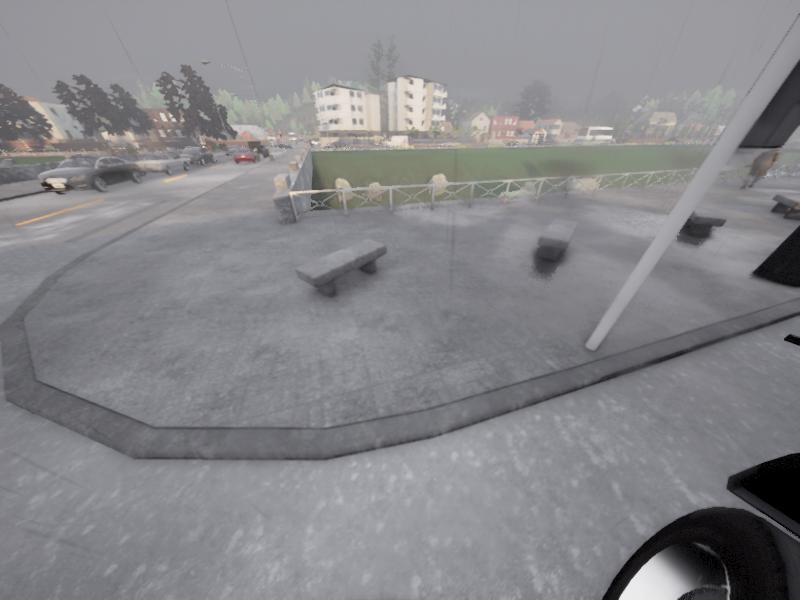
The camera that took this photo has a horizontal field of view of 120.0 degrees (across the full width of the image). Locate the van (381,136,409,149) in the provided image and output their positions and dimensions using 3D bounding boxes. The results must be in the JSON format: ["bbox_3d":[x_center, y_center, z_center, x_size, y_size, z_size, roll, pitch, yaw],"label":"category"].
[{"bbox_3d":[-1.217,-37.885,55.389,6.366,2.431,2.351,-10,36,-14],"label":"van"}]

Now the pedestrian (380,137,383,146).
[{"bbox_3d":[-4.777,-40.834,59.650,0.751,1.860,0.751,-10,36,-13],"label":"pedestrian"}]

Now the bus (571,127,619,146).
[{"bbox_3d":[55.155,-46.311,65.364,10.273,4.253,3.944,-10,36,-14],"label":"bus"}]

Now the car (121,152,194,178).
[{"bbox_3d":[-18.199,-10.456,17.679,1.895,1.301,4.718,-10,36,-14],"label":"car"}]

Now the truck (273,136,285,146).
[{"bbox_3d":[-40.443,-53.199,77.259,2.627,2.467,5.204,-10,36,-14],"label":"truck"}]

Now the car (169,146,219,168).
[{"bbox_3d":[-20.157,-14.258,22.893,1.837,1.490,4.892,-10,37,-14],"label":"car"}]

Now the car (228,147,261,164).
[{"bbox_3d":[-16.850,-15.916,25.331,1.994,1.385,4.181,-11,37,-15],"label":"car"}]

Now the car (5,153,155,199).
[{"bbox_3d":[-16.092,-6.729,12.208,2.128,1.511,4.902,-9,36,-13],"label":"car"}]

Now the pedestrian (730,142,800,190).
[{"bbox_3d":[16.983,-6.248,10.819,0.751,1.860,0.751,-10,36,-14],"label":"pedestrian"}]

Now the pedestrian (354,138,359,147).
[{"bbox_3d":[-10.932,-39.732,58.130,0.751,1.860,0.751,-10,37,-14],"label":"pedestrian"}]

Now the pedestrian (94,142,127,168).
[{"bbox_3d":[-24.475,-12.287,19.597,0.751,1.860,0.751,-10,36,-13],"label":"pedestrian"}]

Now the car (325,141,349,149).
[{"bbox_3d":[-14.348,-35.170,52.438,4.892,1.490,1.837,-10,36,-13],"label":"car"}]

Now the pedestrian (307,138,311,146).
[{"bbox_3d":[-25.354,-44.139,64.472,0.751,1.860,0.751,-9,36,-12],"label":"pedestrian"}]

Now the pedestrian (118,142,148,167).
[{"bbox_3d":[-23.931,-13.116,20.766,0.751,1.860,0.751,-4,35,-6],"label":"pedestrian"}]

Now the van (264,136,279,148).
[{"bbox_3d":[-35.723,-44.211,64.554,2.351,2.431,6.366,-10,36,-14],"label":"van"}]

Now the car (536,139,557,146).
[{"bbox_3d":[41.968,-45.240,66.195,4.856,1.649,2.033,-10,36,-14],"label":"car"}]

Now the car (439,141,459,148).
[{"bbox_3d":[12.543,-39.867,59.085,4.718,1.301,1.895,-10,36,-14],"label":"car"}]

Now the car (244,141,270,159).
[{"bbox_3d":[-18.941,-20.067,30.762,1.905,1.878,3.866,-10,36,-14],"label":"car"}]

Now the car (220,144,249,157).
[{"bbox_3d":[-24.391,-22.165,34.194,2.033,1.411,5.357,-11,37,-14],"label":"car"}]

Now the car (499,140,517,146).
[{"bbox_3d":[29.614,-42.975,63.217,3.806,1.475,1.970,-10,36,-14],"label":"car"}]

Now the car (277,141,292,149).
[{"bbox_3d":[-26.954,-36.224,54.024,1.970,1.475,3.806,-23,41,-29],"label":"car"}]
